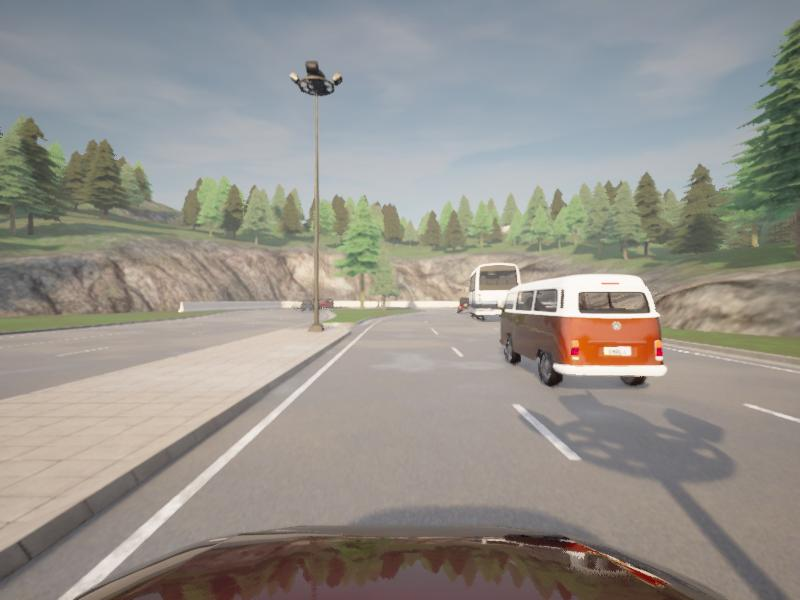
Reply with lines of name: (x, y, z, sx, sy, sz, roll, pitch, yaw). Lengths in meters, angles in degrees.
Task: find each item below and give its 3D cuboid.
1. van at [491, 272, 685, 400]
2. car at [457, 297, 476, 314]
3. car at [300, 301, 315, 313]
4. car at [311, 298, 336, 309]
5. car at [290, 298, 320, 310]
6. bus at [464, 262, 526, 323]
van: (3.505, 0.570, 8.608, 2.069, 2.038, 4.480, 0, 0, 0)
car: (8.061, 0.636, 48.297, 1.905, 1.878, 3.866, 0, 0, 16)
car: (-11.866, 0.844, 51.646, 1.816, 1.474, 4.193, 0, 0, -11)
car: (-13.373, 0.643, 69.989, 3.866, 1.878, 1.905, 0, 0, -40)
car: (-14.882, 0.639, 62.687, 1.932, 1.855, 4.605, -1, 0, 28)
bus: (7.574, -0.538, 33.629, 3.944, 4.253, 10.273, -1, 0, 7)
